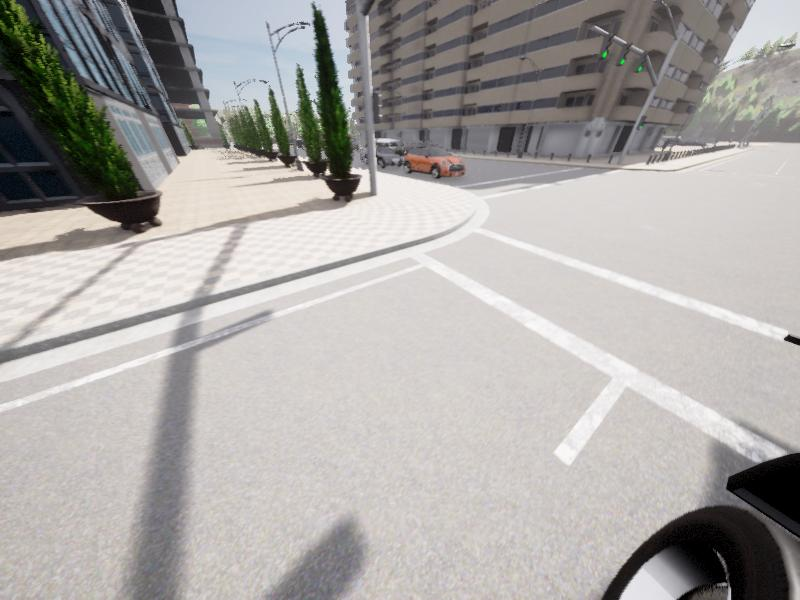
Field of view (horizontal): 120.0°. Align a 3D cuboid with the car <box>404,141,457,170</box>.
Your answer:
[{"bbox_3d":[2.446,-12.746,20.213,1.932,1.855,4.605,-22,41,-28],"label":"car"}]

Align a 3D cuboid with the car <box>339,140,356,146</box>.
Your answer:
[{"bbox_3d":[-17.637,-52.856,77.630,4.892,1.490,1.837,-22,41,-28],"label":"car"}]

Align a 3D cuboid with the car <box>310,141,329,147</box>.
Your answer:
[{"bbox_3d":[-23.417,-45.464,67.380,4.718,1.301,1.895,-22,41,-28],"label":"car"}]

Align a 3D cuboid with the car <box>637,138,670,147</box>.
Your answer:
[{"bbox_3d":[62.690,-38.995,57.204,2.152,1.651,5.027,-22,41,-28],"label":"car"}]

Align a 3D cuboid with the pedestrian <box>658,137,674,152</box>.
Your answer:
[{"bbox_3d":[39.657,-23.177,34.473,0.751,1.860,0.751,-29,44,-34],"label":"pedestrian"}]

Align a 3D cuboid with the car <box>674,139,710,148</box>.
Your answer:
[{"bbox_3d":[66.546,-35.708,52.669,1.812,1.442,4.674,-21,40,-27],"label":"car"}]

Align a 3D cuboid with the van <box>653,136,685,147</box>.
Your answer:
[{"bbox_3d":[66.735,-39.363,57.327,2.069,2.038,4.480,-22,41,-28],"label":"van"}]

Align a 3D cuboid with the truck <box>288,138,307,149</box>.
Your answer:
[{"bbox_3d":[-26.028,-39.840,58.646,2.390,2.098,6.274,-23,41,-29],"label":"truck"}]

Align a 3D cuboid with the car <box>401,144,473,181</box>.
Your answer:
[{"bbox_3d":[2.229,-9.324,15.441,2.097,1.767,4.553,-22,40,-27],"label":"car"}]

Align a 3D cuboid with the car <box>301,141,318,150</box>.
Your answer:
[{"bbox_3d":[-20.825,-35.432,52.849,1.882,1.535,5.008,-23,41,-28],"label":"car"}]

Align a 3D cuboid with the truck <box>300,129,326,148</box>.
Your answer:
[{"bbox_3d":[-22.303,-41.034,58.809,2.891,3.827,8.468,-23,41,-29],"label":"truck"}]

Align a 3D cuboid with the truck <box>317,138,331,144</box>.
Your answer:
[{"bbox_3d":[-29.170,-60.927,88.406,4.478,2.038,2.069,-22,41,-28],"label":"truck"}]

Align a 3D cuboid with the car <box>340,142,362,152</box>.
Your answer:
[{"bbox_3d":[-9.538,-29.636,44.589,2.163,1.488,4.792,-22,41,-28],"label":"car"}]

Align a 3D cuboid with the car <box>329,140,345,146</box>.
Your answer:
[{"bbox_3d":[-21.581,-53.719,78.860,4.611,1.667,2.242,-22,41,-28],"label":"car"}]

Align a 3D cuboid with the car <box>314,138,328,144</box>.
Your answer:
[{"bbox_3d":[-30.886,-62.188,90.371,4.605,1.855,1.932,-22,41,-28],"label":"car"}]

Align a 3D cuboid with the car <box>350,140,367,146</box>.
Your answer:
[{"bbox_3d":[-13.678,-52.046,76.375,4.974,1.542,2.038,-22,41,-28],"label":"car"}]

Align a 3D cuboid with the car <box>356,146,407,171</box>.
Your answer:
[{"bbox_3d":[-1.708,-12.496,20.213,2.128,1.511,4.902,-22,41,-27],"label":"car"}]

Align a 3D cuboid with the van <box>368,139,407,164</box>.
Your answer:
[{"bbox_3d":[-1.413,-16.018,24.741,2.069,2.038,4.480,-22,41,-28],"label":"van"}]
